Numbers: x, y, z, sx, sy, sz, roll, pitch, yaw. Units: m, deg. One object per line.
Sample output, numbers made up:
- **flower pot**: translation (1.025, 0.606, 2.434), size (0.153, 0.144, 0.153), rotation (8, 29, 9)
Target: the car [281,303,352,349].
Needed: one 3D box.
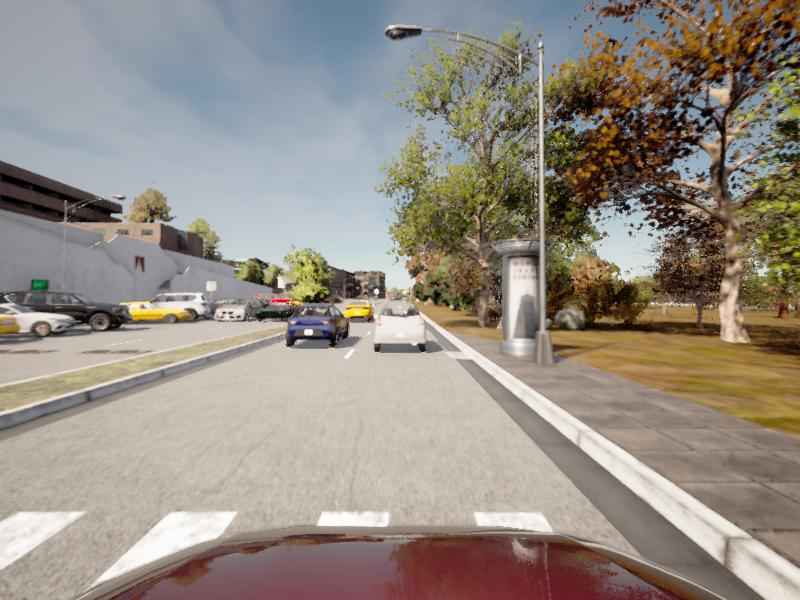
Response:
- **car**: translation (-3.001, 0.858, 15.217), size (1.816, 1.474, 4.193), rotation (0, 0, 0)

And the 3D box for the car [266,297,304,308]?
- **car**: translation (-16.982, 0.369, 59.078), size (5.366, 1.575, 1.946), rotation (-1, 1, -20)

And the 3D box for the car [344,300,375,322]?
- **car**: translation (-2.999, 0.749, 30.559), size (1.882, 1.535, 5.008), rotation (0, 0, 0)

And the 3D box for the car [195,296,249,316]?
- **car**: translation (-16.855, 0.550, 38.129), size (4.553, 1.767, 2.185), rotation (-1, 1, -20)

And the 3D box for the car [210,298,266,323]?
- **car**: translation (-11.757, 0.696, 29.482), size (2.242, 1.667, 4.611), rotation (0, 1, 0)

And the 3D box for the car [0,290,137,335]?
- **car**: translation (-16.812, 0.579, 20.135), size (5.566, 2.045, 2.435), rotation (-1, 0, -20)

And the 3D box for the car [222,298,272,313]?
- **car**: translation (-16.812, 0.590, 44.141), size (5.008, 1.535, 2.097), rotation (-1, 1, -20)

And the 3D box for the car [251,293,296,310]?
- **car**: translation (-16.792, 0.201, 53.156), size (5.566, 2.045, 2.435), rotation (-1, 1, -20)

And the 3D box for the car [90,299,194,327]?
- **car**: translation (-16.659, 0.791, 26.190), size (5.366, 1.575, 1.946), rotation (-1, 0, -20)

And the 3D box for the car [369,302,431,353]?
- **car**: translation (0.001, 0.832, 13.876), size (1.845, 1.501, 3.633), rotation (0, 0, 0)

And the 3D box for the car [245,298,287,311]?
- **car**: translation (-16.789, 0.525, 50.158), size (4.792, 1.488, 2.163), rotation (-1, 1, -20)

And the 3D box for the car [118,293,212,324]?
- **car**: translation (-16.857, 0.523, 29.116), size (5.566, 2.045, 2.435), rotation (-1, 1, -20)

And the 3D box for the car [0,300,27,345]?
- **car**: translation (-17.010, 0.839, 14.044), size (5.366, 1.575, 1.946), rotation (-1, 0, -20)

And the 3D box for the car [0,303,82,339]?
- **car**: translation (-16.841, 0.875, 17.117), size (4.674, 1.452, 2.002), rotation (-1, 0, -20)

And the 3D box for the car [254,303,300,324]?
- **car**: translation (-8.759, 0.889, 28.887), size (1.895, 1.301, 4.718), rotation (0, 1, 0)

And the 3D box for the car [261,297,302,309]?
- **car**: translation (-16.637, 0.402, 56.212), size (5.366, 1.575, 1.946), rotation (-1, 1, -20)

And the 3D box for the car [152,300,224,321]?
- **car**: translation (-16.852, 0.775, 32.117), size (4.792, 1.488, 2.163), rotation (-1, 1, -20)

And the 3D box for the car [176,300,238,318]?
- **car**: translation (-16.827, 0.756, 35.142), size (4.674, 1.452, 2.002), rotation (-1, 0, -20)
